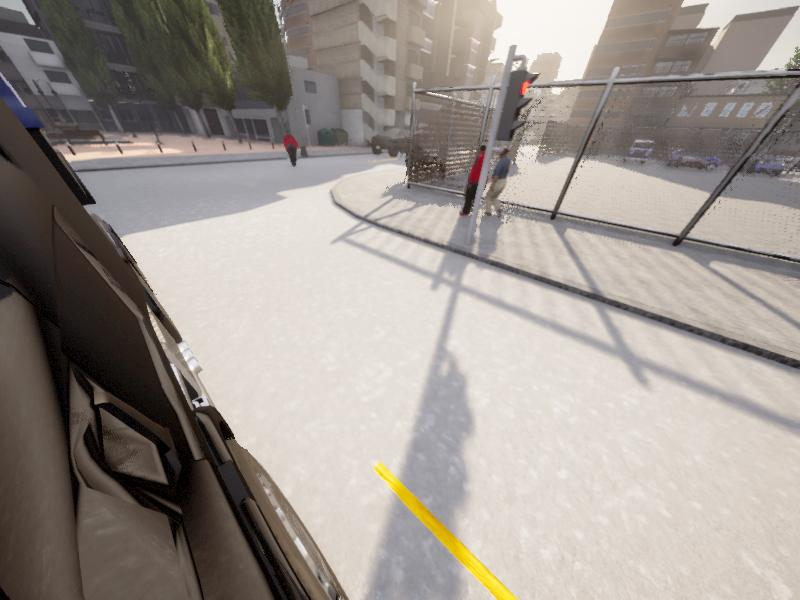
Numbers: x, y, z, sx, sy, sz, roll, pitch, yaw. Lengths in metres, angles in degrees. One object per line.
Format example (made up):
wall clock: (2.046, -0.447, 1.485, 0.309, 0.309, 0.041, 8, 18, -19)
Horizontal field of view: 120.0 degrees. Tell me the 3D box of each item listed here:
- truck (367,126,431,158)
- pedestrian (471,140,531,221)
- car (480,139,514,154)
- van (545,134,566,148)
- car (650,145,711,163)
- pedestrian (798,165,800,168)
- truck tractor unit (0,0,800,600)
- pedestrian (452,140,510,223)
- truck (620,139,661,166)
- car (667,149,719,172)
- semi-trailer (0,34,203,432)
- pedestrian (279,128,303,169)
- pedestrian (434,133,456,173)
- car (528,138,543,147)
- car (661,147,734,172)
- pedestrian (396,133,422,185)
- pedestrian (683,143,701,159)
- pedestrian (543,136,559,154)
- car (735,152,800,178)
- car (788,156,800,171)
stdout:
truck: (0.064, -14.836, 21.674, 2.390, 2.098, 6.274, 27, 43, 29)
pedestrian: (2.719, -3.282, 6.425, 0.751, 1.860, 0.751, -18, 42, -25)
car: (12.296, -19.479, 29.243, 2.033, 1.411, 5.357, 27, 43, 29)
van: (35.659, -36.428, 52.830, 2.351, 2.431, 6.366, 27, 43, 29)
car: (37.286, -19.620, 30.959, 4.902, 1.511, 2.128, 26, 43, 28)
pedestrian: (48.173, -16.444, 26.932, 0.751, 1.860, 0.751, -7, 38, -13)
truck tractor unit: (-2.645, -0.295, 0.352, 6.516, 4.208, 3.053, 28, 44, 30)
pedestrian: (2.103, -3.162, 6.225, 0.751, 1.860, 0.751, -19, 42, -27)
truck: (24.669, -15.303, 23.837, 2.069, 2.038, 4.478, 27, 43, 29)
car: (27.636, -13.393, 22.005, 2.033, 1.415, 5.357, 27, 43, 29)
semi-trailer: (-8.769, -3.562, 4.148, 14.254, 4.402, 2.717, 27, 43, 29)
pedestrian: (-6.145, -8.541, 13.043, 0.751, 1.860, 0.751, -16, 41, -23)
pedestrian: (2.593, -8.549, 13.433, 0.751, 1.860, 0.751, 29, 44, 31)
car: (31.900, -37.162, 54.442, 1.970, 1.475, 3.806, 27, 43, 29)
car: (27.716, -13.288, 21.750, 3.705, 1.547, 1.789, 27, 43, 29)
pedestrian: (0.381, -6.133, 10.071, 0.751, 1.860, 0.751, 22, 41, 24)
pedestrian: (42.458, -21.722, 33.591, 0.751, 1.860, 0.751, 27, 43, 28)
pedestrian: (19.058, -19.547, 29.172, 0.751, 1.860, 0.751, -24, 44, -31)
car: (31.539, -11.752, 19.970, 1.845, 1.501, 3.633, 27, 43, 29)
car: (47.008, -14.616, 24.942, 4.892, 1.490, 1.837, 27, 43, 28)
